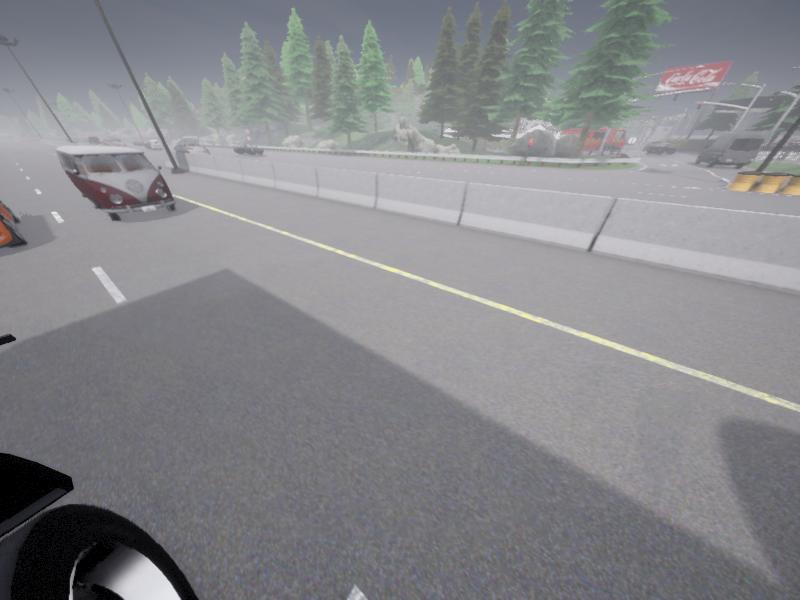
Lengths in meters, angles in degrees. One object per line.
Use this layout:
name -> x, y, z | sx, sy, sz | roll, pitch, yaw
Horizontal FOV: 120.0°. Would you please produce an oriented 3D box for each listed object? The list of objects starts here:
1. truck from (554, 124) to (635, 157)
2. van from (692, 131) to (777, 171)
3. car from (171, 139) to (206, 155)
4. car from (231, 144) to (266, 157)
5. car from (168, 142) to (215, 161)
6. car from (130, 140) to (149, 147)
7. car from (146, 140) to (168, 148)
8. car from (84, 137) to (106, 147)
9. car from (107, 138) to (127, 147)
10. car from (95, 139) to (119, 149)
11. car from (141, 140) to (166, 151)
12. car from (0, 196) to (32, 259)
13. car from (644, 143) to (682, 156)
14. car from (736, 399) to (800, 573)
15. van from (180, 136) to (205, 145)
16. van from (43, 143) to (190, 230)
truck -> 29.694, -24.721, 35.830 | 8.468, 3.827, 2.891 | 23, 41, 29
van -> 28.922, -13.233, 20.379 | 1.988, 2.561, 5.915 | 22, 41, 28
car -> -31.285, -22.712, 34.208 | 4.553, 1.767, 2.097 | 22, 41, 28
car -> -21.050, -20.788, 32.016 | 4.718, 1.301, 1.895 | 22, 41, 28
car -> -24.112, -17.242, 26.682 | 5.027, 1.651, 2.152 | 22, 41, 28
car -> -62.967, -37.908, 55.847 | 4.718, 1.301, 1.895 | 22, 41, 28
car -> -52.483, -33.699, 49.867 | 4.674, 1.442, 1.812 | 22, 41, 28
car -> -68.401, -35.427, 51.793 | 3.866, 1.878, 1.905 | 22, 41, 28
car -> -66.309, -36.899, 54.193 | 3.988, 1.617, 1.851 | 22, 41, 28
car -> -59.358, -31.616, 46.765 | 5.366, 1.575, 1.801 | 22, 41, 28
car -> -44.763, -28.085, 41.974 | 3.806, 1.475, 1.970 | 22, 41, 28
car -> -11.007, -2.096, 5.207 | 4.553, 1.767, 2.097 | 22, 41, 28
car -> 40.599, -23.258, 35.714 | 5.008, 1.535, 1.882 | -15, 38, -21
car -> 4.283, 1.865, 0.116 | 4.181, 1.385, 1.994 | 22, 41, 28
van -> -58.650, -45.087, 65.417 | 2.069, 2.038, 4.480 | 21, 40, 27
van -> -9.544, -4.043, 7.811 | 4.442, 1.987, 1.775 | 22, 41, 28
